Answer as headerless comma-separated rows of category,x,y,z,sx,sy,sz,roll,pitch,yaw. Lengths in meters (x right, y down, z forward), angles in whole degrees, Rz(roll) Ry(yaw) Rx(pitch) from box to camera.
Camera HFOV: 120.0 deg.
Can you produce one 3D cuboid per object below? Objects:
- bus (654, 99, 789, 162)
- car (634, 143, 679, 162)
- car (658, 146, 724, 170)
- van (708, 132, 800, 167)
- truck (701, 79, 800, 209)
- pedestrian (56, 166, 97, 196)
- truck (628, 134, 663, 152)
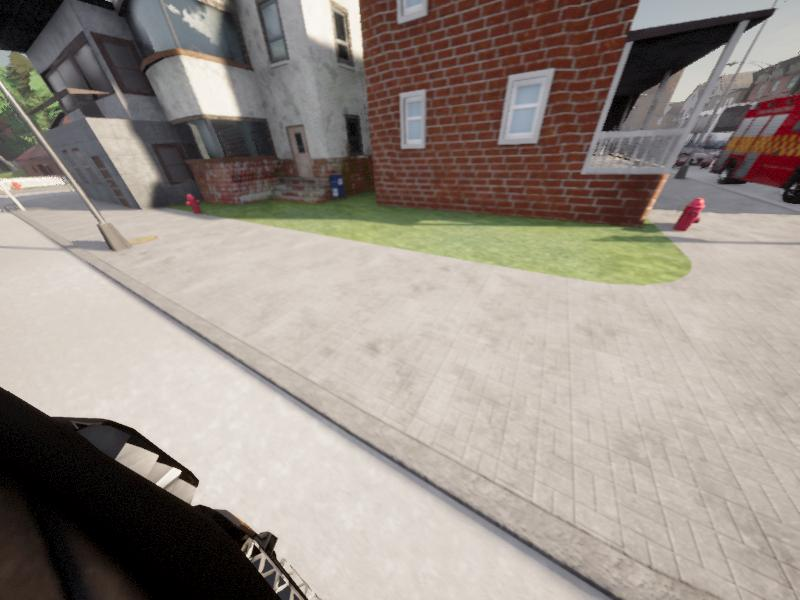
bus,31.737,-17.160,23.977,3.944,4.253,10.273,16,38,26
car,27.282,-15.860,24.779,1.882,1.535,5.008,16,38,26
car,22.716,-11.282,18.300,1.994,1.385,4.181,17,38,28
van,27.315,-11.724,18.043,2.069,2.038,4.480,16,38,26
truck,16.173,-5.952,8.429,2.891,3.827,8.468,16,38,26
pedestrian,-23.466,-8.650,16.803,0.751,1.860,0.751,-20,37,-24
truck,44.341,-28.496,41.931,2.627,2.467,5.204,15,37,25
